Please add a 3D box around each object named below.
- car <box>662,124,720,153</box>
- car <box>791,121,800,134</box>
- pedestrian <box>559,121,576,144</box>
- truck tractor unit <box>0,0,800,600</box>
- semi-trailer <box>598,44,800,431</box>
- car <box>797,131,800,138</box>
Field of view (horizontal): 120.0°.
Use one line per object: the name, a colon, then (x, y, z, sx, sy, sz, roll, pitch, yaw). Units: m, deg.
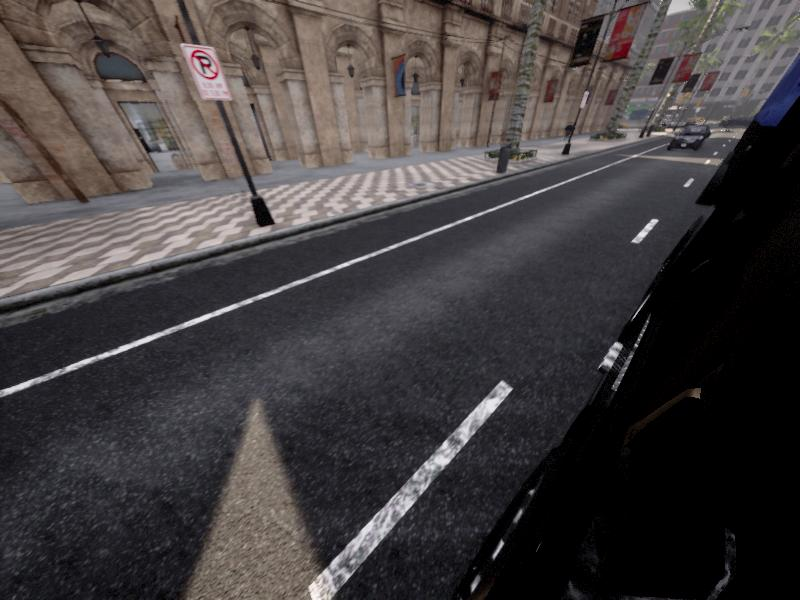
car: (21.507, -11.978, 17.075, 3.633, 1.501, 1.845, -28, 44, -30)
car: (46.617, -19.691, 25.827, 4.611, 1.667, 2.242, -28, 44, -30)
pedestrian: (17.055, -17.068, 23.507, 0.751, 1.860, 0.751, 26, 45, 32)
truck tractor unit: (2.645, -0.295, 0.351, 6.516, 4.208, 3.053, -28, 44, -30)
semi-trailer: (8.697, -3.595, 4.245, 14.254, 4.402, 2.717, -28, 44, -30)
car: (41.347, -16.919, 22.472, 4.856, 1.649, 2.033, -28, 44, -29)
